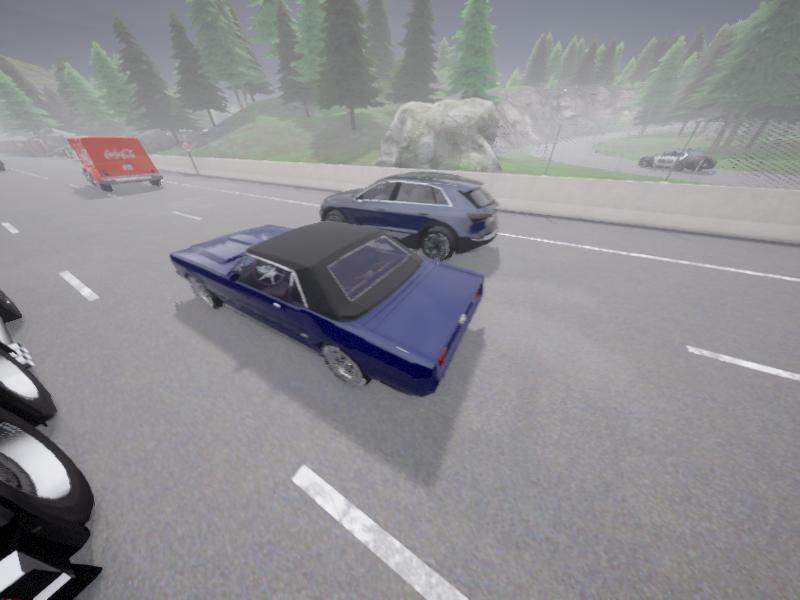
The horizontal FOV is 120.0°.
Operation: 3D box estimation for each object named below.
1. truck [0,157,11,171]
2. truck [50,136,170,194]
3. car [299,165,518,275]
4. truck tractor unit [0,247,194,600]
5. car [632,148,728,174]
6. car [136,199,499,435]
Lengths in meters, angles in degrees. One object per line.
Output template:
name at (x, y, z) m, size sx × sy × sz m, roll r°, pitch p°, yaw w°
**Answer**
truck at (-41.554, -14.394, 21.687) m, size 8.468 × 3.827 × 2.891 m, roll 18°, pitch 39°, yaw 24°
truck at (-16.619, -7.914, 13.347) m, size 5.204 × 2.467 × 2.627 m, roll 20°, pitch 39°, yaw 26°
car at (0.069, -2.380, 5.996) m, size 4.856 × 1.649 × 2.033 m, roll 18°, pitch 39°, yaw 24°
truck tractor unit at (-5.080, -0.331, 0.818) m, size 6.516 × 4.208 × 3.053 m, roll 20°, pitch 40°, yaw 25°
car at (23.184, -11.886, 19.553) m, size 2.038 × 1.542 × 4.974 m, roll -1°, pitch 35°, yaw -2°
car at (-1.327, -0.392, 3.442) m, size 4.718 × 1.301 × 1.895 m, roll 18°, pitch 39°, yaw 24°
